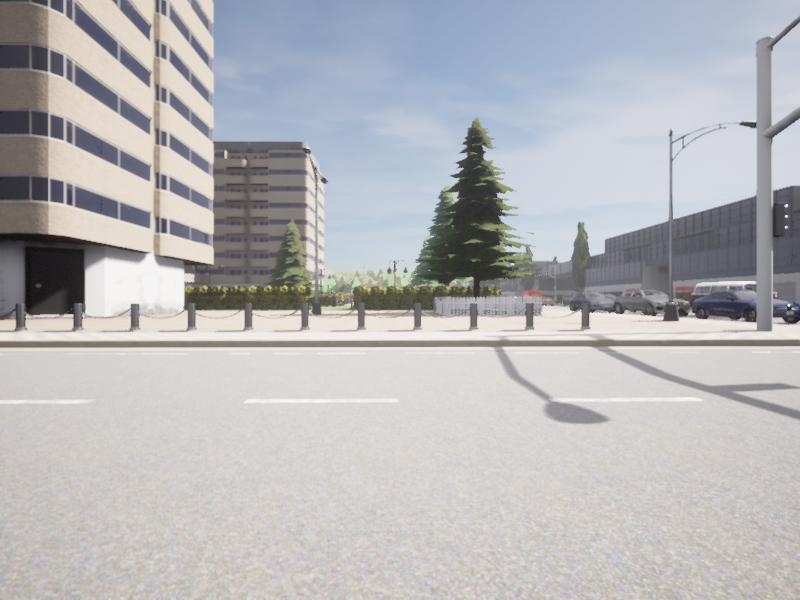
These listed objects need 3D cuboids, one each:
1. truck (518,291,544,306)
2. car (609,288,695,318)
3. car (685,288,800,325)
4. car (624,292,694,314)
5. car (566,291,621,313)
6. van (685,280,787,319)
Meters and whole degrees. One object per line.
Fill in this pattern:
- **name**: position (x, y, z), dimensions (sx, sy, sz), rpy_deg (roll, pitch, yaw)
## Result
- **truck**: position (22.000, -0.263, 67.641), dimensions (2.627, 2.467, 5.204), rpy_deg (0, 0, -1)
- **car**: position (15.508, 0.168, 25.024), dimensions (2.152, 1.651, 5.027), rpy_deg (0, 0, -1)
- **car**: position (15.534, 0.257, 18.225), dimensions (1.812, 1.442, 4.674), rpy_deg (0, 0, 1)
- **car**: position (18.953, 0.208, 29.598), dimensions (1.882, 1.535, 5.008), rpy_deg (0, 0, -1)
- **car**: position (15.420, 0.165, 32.250), dimensions (2.033, 1.649, 4.856), rpy_deg (0, 0, -1)
- **van**: position (19.026, -0.044, 23.001), dimensions (2.069, 2.038, 4.480), rpy_deg (0, 0, -1)
